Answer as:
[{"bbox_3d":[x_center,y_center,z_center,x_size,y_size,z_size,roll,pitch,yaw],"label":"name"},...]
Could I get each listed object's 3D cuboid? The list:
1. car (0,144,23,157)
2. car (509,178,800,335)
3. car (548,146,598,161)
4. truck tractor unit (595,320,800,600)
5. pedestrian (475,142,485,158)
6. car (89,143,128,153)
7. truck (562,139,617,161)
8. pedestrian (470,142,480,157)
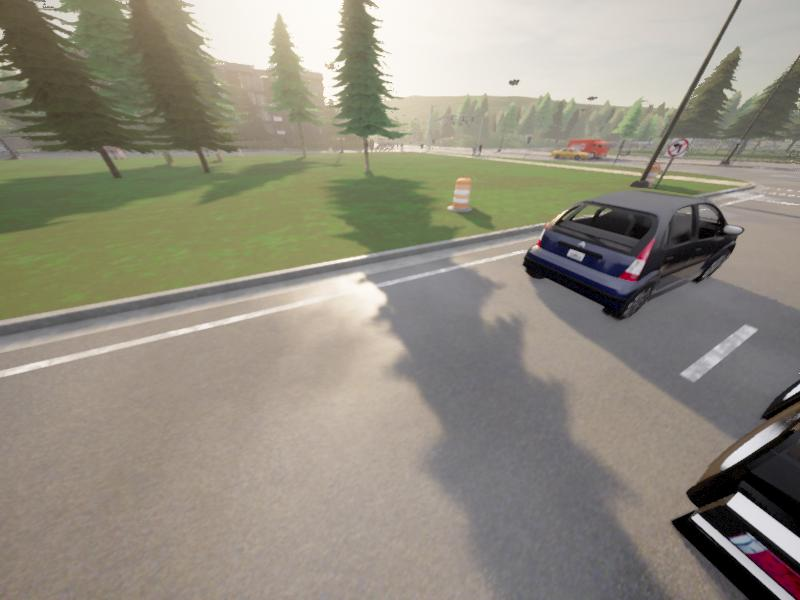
[{"bbox_3d":[-57.490,-21.214,32.673,3.633,1.501,1.845,-15,38,-21],"label":"car"},{"bbox_3d":[4.408,-1.116,4.257,3.988,1.617,1.851,-15,38,-21],"label":"car"},{"bbox_3d":[24.680,-21.127,33.269,1.801,1.575,5.366,-15,37,-20],"label":"car"},{"bbox_3d":[5.200,-0.201,0.652,6.516,4.208,3.053,-14,37,-20],"label":"truck tractor unit"},{"bbox_3d":[11.766,-21.988,33.838,0.751,1.860,0.751,-11,36,-15],"label":"pedestrian"},{"bbox_3d":[-51.859,-27.134,41.238,3.633,1.501,1.845,-15,38,-21],"label":"car"},{"bbox_3d":[27.849,-22.329,34.249,2.627,2.467,5.204,-15,37,-20],"label":"truck"},{"bbox_3d":[11.358,-22.801,35.003,0.751,1.860,0.751,-11,36,-16],"label":"pedestrian"}]
